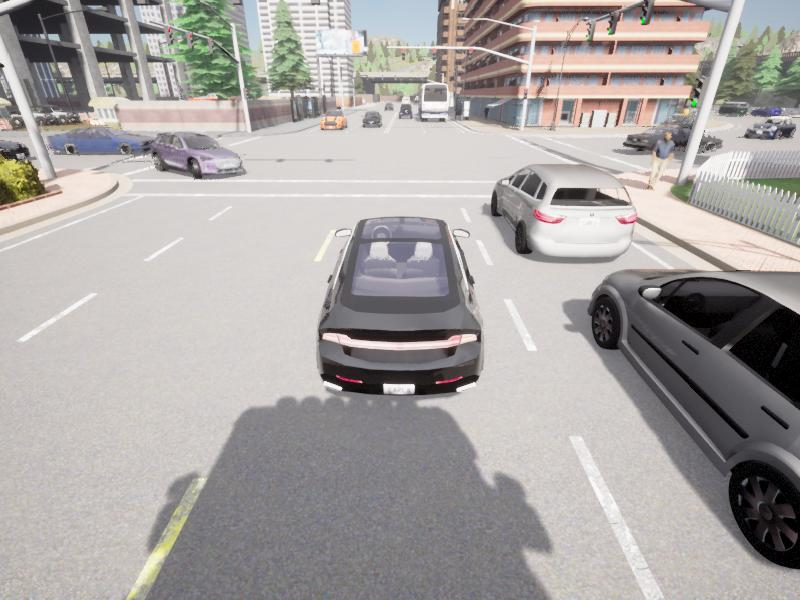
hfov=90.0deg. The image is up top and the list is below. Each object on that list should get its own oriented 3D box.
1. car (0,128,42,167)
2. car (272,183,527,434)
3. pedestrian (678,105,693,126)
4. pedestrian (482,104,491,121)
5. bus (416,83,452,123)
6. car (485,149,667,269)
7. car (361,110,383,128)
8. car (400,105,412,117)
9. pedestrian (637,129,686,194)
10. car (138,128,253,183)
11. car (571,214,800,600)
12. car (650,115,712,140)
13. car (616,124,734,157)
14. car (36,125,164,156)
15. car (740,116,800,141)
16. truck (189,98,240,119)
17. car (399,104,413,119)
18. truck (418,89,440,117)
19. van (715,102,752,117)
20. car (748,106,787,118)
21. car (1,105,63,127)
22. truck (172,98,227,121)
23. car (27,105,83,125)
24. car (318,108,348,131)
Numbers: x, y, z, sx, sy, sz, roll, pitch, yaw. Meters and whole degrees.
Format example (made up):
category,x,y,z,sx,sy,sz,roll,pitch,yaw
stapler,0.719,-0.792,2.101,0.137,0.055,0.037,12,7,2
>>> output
category,x,y,z,sx,sy,sz,roll,pitch,yaw
car,-20.762,-7.361,19.230,4.792,1.488,2.163,0,27,0
car,0.025,-0.455,5.857,2.128,1.511,4.902,0,27,1
pedestrian,28.841,-18.658,40.430,0.751,1.860,0.751,14,30,26
pedestrian,10.563,-22.904,48.828,0.751,1.860,0.751,1,27,1
bus,4.143,-25.666,51.982,3.944,4.253,10.273,0,27,1
car,3.608,-2.400,9.471,2.242,1.667,4.611,1,27,1
car,-2.899,-19.099,42.206,1.837,1.490,4.892,0,27,1
car,0.932,-29.954,63.302,1.801,1.575,5.366,0,27,1
pedestrian,8.357,-4.448,12.867,0.751,1.860,0.751,8,28,16
car,-8.663,-6.216,16.909,4.856,1.649,2.033,19,31,32
car,3.497,0.483,3.924,1.851,1.617,3.988,0,27,1
car,21.487,-13.265,30.645,3.705,1.549,1.789,-10,29,-19
car,15.504,-9.088,22.684,5.357,1.411,2.033,-5,28,-10
car,-16.579,-8.924,22.370,5.357,1.411,2.033,0,27,0
car,27.756,-12.816,29.853,3.806,1.475,1.970,-15,31,-26
truck,-25.008,-25.964,54.169,5.204,2.467,2.615,0,27,1
car,0.821,-26.462,56.116,1.905,1.878,3.866,0,27,1
truck,4.448,-31.284,63.386,2.891,3.827,8.468,0,27,1
van,51.445,-29.551,61.899,1.775,1.987,4.442,1,27,1
car,54.894,-28.254,59.921,1.816,1.474,4.193,1,27,1
car,-36.854,-18.478,40.153,3.866,1.878,1.905,0,27,1
truck,-25.062,-23.996,50.334,5.204,2.467,2.615,0,27,1
car,-36.818,-19.821,42.770,3.866,1.878,1.905,0,27,1
car,-6.451,-17.661,39.075,2.097,1.767,4.553,0,27,1
